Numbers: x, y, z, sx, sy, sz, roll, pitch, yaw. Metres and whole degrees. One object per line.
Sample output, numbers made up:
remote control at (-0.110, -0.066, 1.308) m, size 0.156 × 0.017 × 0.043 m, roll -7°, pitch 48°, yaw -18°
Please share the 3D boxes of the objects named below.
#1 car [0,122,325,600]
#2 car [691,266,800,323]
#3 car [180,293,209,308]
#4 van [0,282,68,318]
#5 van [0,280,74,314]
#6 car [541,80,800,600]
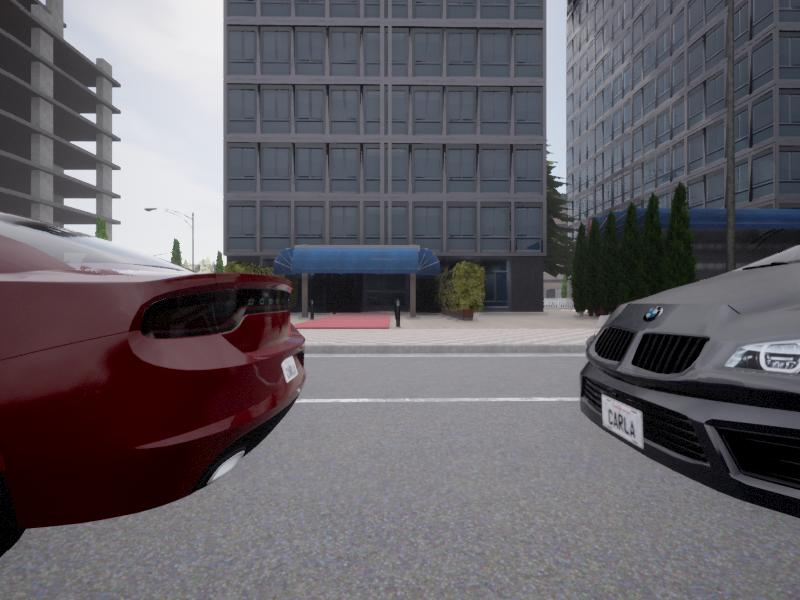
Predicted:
car at (-3.069, 0.223, 2.122) m, size 5.008 × 1.535 × 1.882 m, roll 0°, pitch 0°, yaw -1°
car at (15.472, -0.198, 15.717) m, size 6.274 × 2.098 × 2.390 m, roll 0°, pitch 0°, yaw 29°
car at (-26.851, 0.046, 52.345) m, size 1.905 × 1.878 × 3.866 m, roll 0°, pitch 0°, yaw -1°
van at (-22.825, -0.002, 24.278) m, size 1.775 × 1.987 × 4.442 m, roll 0°, pitch 0°, yaw -1°
van at (-29.976, -0.222, 32.179) m, size 2.351 × 2.431 × 6.366 m, roll 0°, pitch 0°, yaw -1°
car at (3.516, 0.156, 2.286) m, size 4.611 × 1.667 × 2.242 m, roll 0°, pitch 0°, yaw -1°
